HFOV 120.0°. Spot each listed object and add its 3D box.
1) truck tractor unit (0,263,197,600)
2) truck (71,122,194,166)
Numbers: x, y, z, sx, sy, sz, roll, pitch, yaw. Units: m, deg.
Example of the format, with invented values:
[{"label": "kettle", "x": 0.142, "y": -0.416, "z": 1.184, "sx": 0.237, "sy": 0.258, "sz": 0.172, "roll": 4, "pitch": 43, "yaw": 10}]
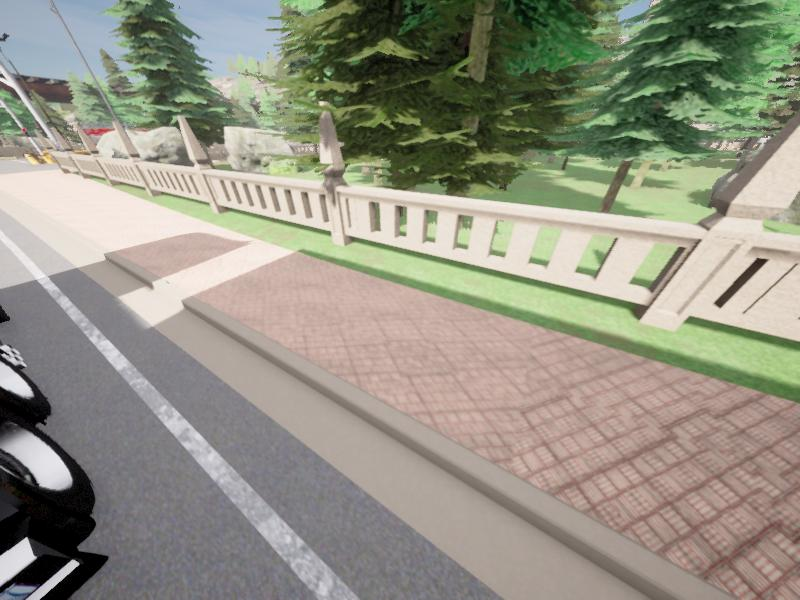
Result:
[{"label": "truck tractor unit", "x": -5.108, "y": -0.306, "z": 0.776, "sx": 6.516, "sy": 4.208, "sz": 3.053, "roll": 19, "pitch": 39, "yaw": 24}, {"label": "truck", "x": -31.561, "y": -18.909, "z": 28.058, "sx": 2.891, "sy": 3.827, "sz": 8.468, "roll": 18, "pitch": 39, "yaw": 25}]
